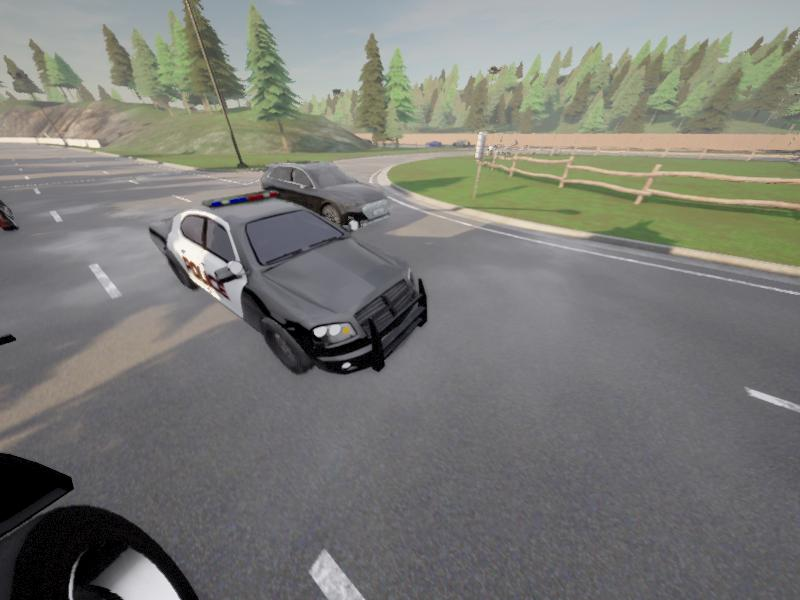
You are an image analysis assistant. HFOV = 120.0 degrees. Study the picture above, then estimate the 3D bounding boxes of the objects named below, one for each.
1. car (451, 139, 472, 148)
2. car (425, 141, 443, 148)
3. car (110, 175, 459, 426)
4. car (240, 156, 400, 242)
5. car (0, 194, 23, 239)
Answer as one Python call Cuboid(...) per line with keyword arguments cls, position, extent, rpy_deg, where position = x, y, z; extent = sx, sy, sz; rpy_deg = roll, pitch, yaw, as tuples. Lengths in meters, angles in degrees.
Cuboid(cls="car", position=(16.113, -41.231, 60.867), extent=(4.605, 1.855, 1.932), rpy_deg=(22, 41, 28))
Cuboid(cls="car", position=(9.422, -43.768, 64.767), extent=(4.514, 1.525, 2.007), rpy_deg=(22, 41, 28))
Cuboid(cls="car", position=(-1.938, -0.741, 3.603), extent=(4.974, 1.542, 2.038), rpy_deg=(23, 41, 27))
Cuboid(cls="car", position=(-2.581, -3.501, 7.433), extent=(4.856, 1.649, 2.033), rpy_deg=(22, 41, 28))
Cuboid(cls="car", position=(-12.666, -2.583, 6.263), extent=(4.181, 1.385, 1.994), rpy_deg=(22, 41, 28))
